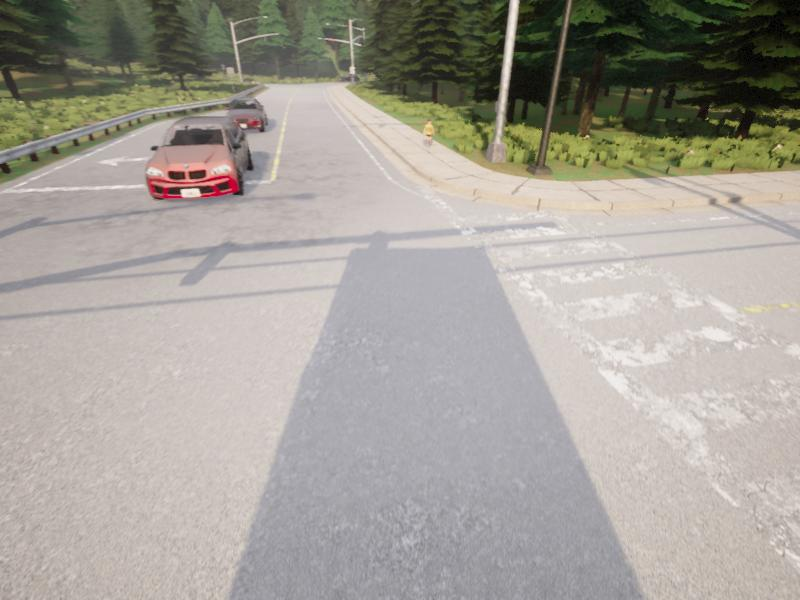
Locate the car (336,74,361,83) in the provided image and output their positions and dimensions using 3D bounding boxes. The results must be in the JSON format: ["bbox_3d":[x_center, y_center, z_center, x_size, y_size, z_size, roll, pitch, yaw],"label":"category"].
[{"bbox_3d":[-9.837,-42.442,76.612,1.812,1.442,4.674,25,38,35],"label":"car"}]

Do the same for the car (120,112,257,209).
[{"bbox_3d":[-5.556,-4.165,11.334,2.242,1.667,4.611,-6,31,-11],"label":"car"}]

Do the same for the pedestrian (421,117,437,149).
[{"bbox_3d":[1.120,-6.579,15.735,0.500,1.100,0.500,-3,31,-6],"label":"pedestrian"}]

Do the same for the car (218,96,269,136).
[{"bbox_3d":[-8.014,-9.678,20.877,1.816,1.474,4.193,-6,31,-11],"label":"car"}]
